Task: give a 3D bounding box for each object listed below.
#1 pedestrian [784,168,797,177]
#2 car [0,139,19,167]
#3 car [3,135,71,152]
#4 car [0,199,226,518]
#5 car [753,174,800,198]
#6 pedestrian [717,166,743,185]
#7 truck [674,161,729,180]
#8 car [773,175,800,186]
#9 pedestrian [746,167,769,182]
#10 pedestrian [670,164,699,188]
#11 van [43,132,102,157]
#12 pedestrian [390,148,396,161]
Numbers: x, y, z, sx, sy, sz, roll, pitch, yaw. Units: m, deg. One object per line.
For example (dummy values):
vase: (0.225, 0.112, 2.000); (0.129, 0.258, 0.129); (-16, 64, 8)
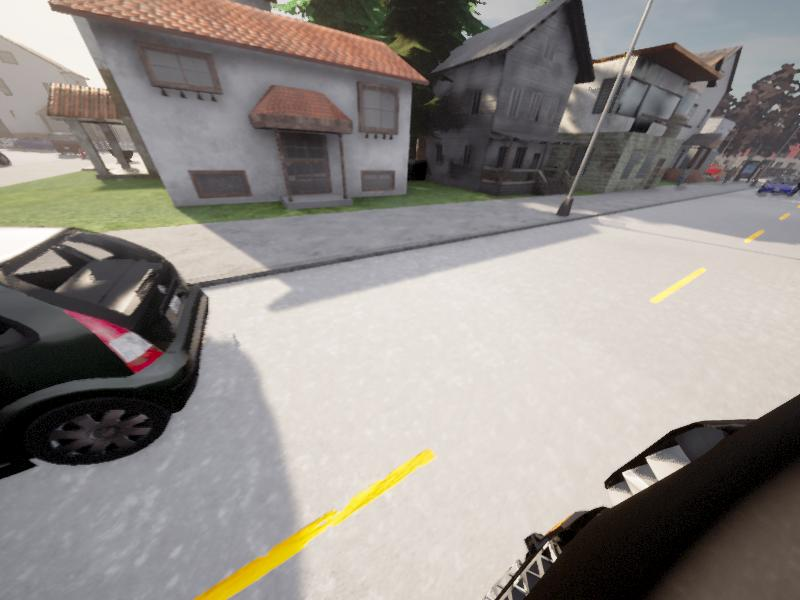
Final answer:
pedestrian: (95.974, -31.373, 56.769); (0.751, 1.860, 0.751); (-20, 40, -30)
car: (-26.904, -8.925, 14.037); (2.007, 1.525, 4.514); (-16, 38, -26)
car: (-43.807, -18.978, 27.993); (4.193, 1.474, 1.816); (-1, 34, -6)
car: (-3.796, 0.529, 1.429); (3.988, 1.617, 1.851); (-16, 38, -26)
car: (34.527, -10.323, 20.816); (4.514, 1.525, 2.007); (-16, 38, -26)
pedestrian: (38.772, -14.657, 27.155); (0.751, 1.860, 0.751); (-9, 35, -17)
truck: (54.539, -23.615, 41.969); (2.627, 2.467, 5.204); (-16, 38, -26)
car: (61.507, -18.015, 35.092); (4.718, 1.301, 1.895); (19, 37, 23)
pedestrian: (51.774, -18.208, 33.495); (0.751, 1.860, 0.751); (1, 34, -3)
pedestrian: (26.051, -11.353, 21.193); (0.751, 1.860, 0.751); (-14, 37, -24)
van: (-34.345, -16.439, 24.411); (1.775, 1.987, 4.442); (-17, 38, -27)
pedestrian: (-1.311, -25.914, 41.124); (0.751, 1.860, 0.751); (-16, 38, -26)
